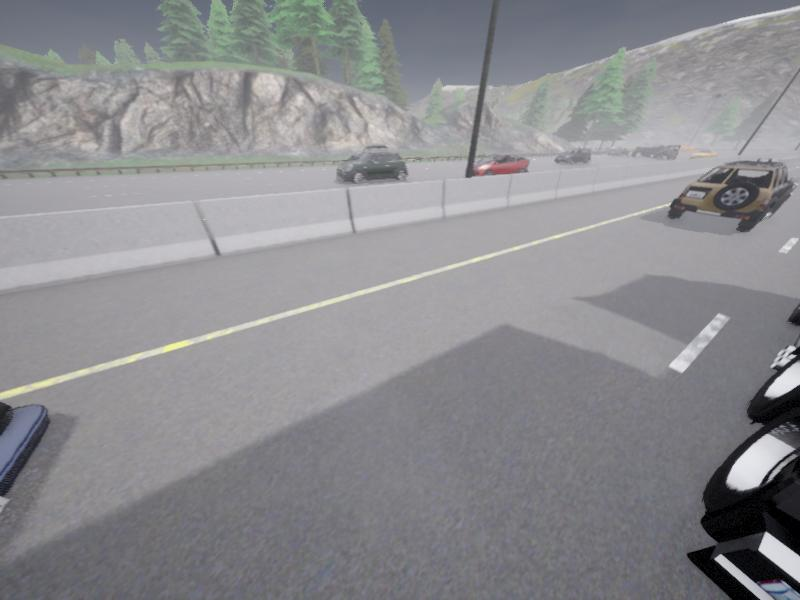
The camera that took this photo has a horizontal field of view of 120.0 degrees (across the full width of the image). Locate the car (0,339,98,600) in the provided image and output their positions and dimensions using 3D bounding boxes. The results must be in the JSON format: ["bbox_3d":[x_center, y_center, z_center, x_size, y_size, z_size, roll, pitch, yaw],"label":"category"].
[{"bbox_3d":[-4.900,1.818,0.131,5.357,1.411,2.033,-18,39,-24],"label":"car"}]

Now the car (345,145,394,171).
[{"bbox_3d":[-2.706,-12.941,20.970,3.866,1.878,1.905,-18,39,-25],"label":"car"}]

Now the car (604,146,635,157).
[{"bbox_3d":[38.999,-26.347,41.031,4.902,1.511,2.128,-18,39,-24],"label":"car"}]

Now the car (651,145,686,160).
[{"bbox_3d":[40.894,-22.508,35.189,3.866,1.878,1.905,-18,39,-24],"label":"car"}]

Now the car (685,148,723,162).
[{"bbox_3d":[44.155,-21.134,33.516,5.366,1.575,1.801,-18,39,-24],"label":"car"}]

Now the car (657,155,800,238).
[{"bbox_3d":[11.467,-3.702,7.824,4.605,1.855,1.932,-18,39,-24],"label":"car"}]

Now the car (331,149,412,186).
[{"bbox_3d":[-1.747,-8.600,14.811,4.553,1.767,2.097,-18,39,-24],"label":"car"}]

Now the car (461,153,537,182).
[{"bbox_3d":[6.935,-9.472,16.389,4.514,1.525,2.007,-12,37,-17],"label":"car"}]

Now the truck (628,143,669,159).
[{"bbox_3d":[41.956,-25.244,38.957,6.274,2.098,2.390,-18,39,-24],"label":"truck"}]

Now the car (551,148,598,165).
[{"bbox_3d":[20.513,-16.958,27.239,3.988,1.617,1.851,-10,36,-14],"label":"car"}]

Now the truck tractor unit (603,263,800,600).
[{"bbox_3d":[5.108,-0.302,0.796,6.516,4.208,3.053,-18,39,-24],"label":"truck tractor unit"}]
